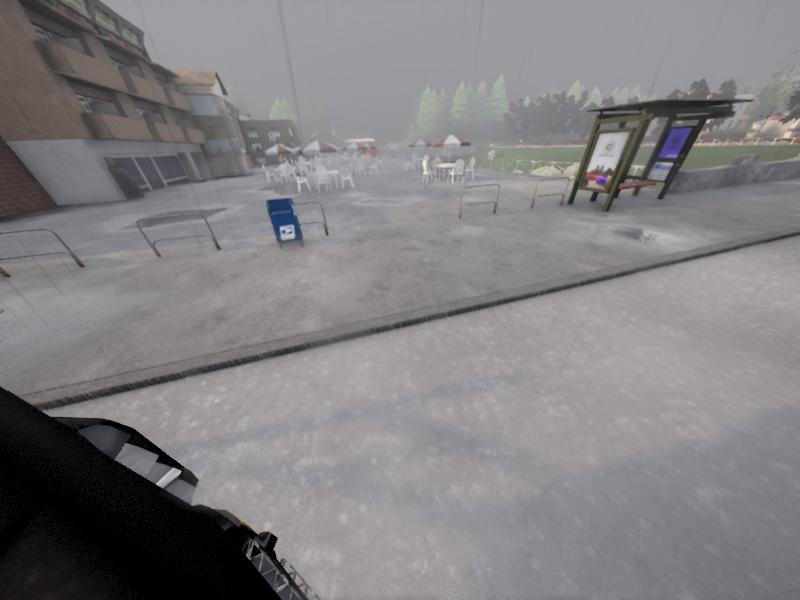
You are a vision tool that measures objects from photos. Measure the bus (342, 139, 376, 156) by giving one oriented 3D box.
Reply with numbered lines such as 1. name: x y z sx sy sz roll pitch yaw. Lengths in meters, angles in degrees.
1. bus: -13.357 -50.010 75.724 10.273 4.253 3.944 -12 35 -13

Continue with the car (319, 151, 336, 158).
1. car: -22.301 -44.824 70.978 4.856 1.649 2.033 -12 35 -13

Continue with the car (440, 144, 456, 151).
1. car: 16.608 -52.793 80.062 4.856 1.649 2.033 -12 35 -13

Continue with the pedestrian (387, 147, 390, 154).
1. pedestrian: -3.471 -45.843 70.712 0.751 1.860 0.751 -11 35 -13

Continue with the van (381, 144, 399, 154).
1. van: -3.376 -51.423 78.622 5.915 2.561 1.988 -12 35 -13

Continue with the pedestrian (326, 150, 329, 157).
1. pedestrian: -23.739 -47.977 75.555 0.751 1.860 0.751 -8 34 -8
